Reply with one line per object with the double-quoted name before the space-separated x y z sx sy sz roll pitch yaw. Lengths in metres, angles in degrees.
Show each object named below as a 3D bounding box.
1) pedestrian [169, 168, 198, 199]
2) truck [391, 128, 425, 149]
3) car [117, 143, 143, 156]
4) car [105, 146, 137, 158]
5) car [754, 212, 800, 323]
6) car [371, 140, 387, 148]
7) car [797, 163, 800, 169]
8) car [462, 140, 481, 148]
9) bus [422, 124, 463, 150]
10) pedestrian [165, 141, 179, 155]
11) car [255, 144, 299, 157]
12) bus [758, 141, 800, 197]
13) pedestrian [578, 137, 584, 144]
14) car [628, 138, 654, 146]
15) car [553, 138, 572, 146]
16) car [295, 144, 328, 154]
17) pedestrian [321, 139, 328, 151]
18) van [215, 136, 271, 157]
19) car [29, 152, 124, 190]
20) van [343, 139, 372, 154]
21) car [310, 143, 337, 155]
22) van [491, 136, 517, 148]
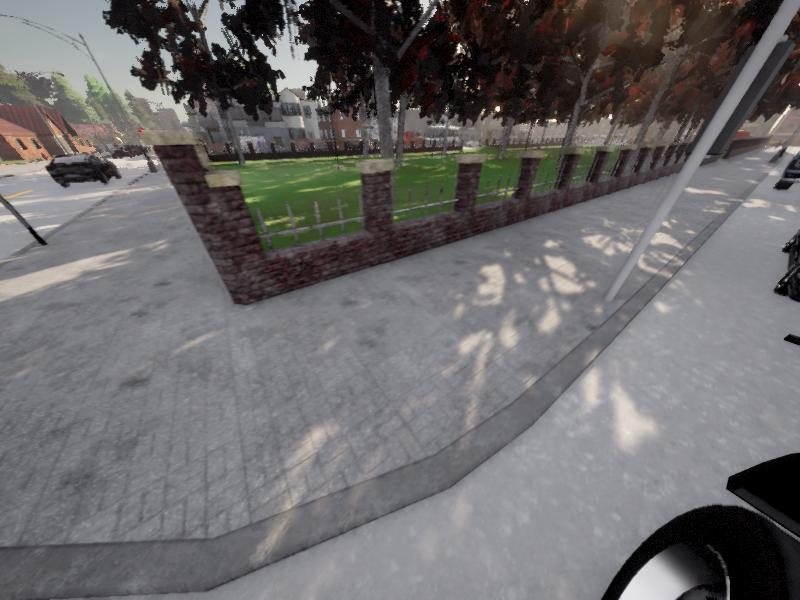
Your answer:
"pedestrian" -9.217 -4.990 9.882 0.500 1.100 0.500 -22 41 -28
"truck" 1.697 -37.524 53.736 2.891 3.827 8.468 -24 42 -30
"car" -45.349 -25.406 38.912 1.851 1.617 3.988 -22 41 -28
"car" -41.288 -22.018 34.283 1.994 1.385 4.181 -22 41 -28
"car" 8.400 -0.852 3.829 5.357 1.411 2.033 -22 41 -28
"car" -5.748 -42.486 62.843 2.128 1.511 4.902 -22 41 -28
"car" 34.249 -11.601 18.400 3.866 1.878 1.905 -22 41 -28
"car" 18.043 -39.506 58.469 4.674 1.442 1.812 -22 41 -28
"bus" 9.478 -35.904 51.028 3.944 4.253 10.273 26 42 28
"pedestrian" -35.655 -23.794 36.123 0.751 1.860 0.751 -16 38 -21
"car" -18.035 -22.048 34.096 5.357 1.411 2.033 -21 40 -26
"bus" 22.233 -7.580 10.762 10.273 4.253 3.944 -22 41 -28
"pedestrian" 54.550 -48.047 69.647 0.751 1.860 0.751 -21 40 -26
"car" 70.287 -46.127 67.469 2.097 1.767 4.553 -22 41 -28
"car" 51.848 -50.543 73.673 5.566 2.045 2.150 -22 41 -28
"car" -15.114 -25.860 39.557 4.718 1.301 1.895 -21 40 -27
"pedestrian" -14.472 -29.688 44.262 0.751 1.860 0.751 -11 37 -15
"van" -23.388 -23.014 34.617 6.366 2.431 2.351 -22 41 -28
"car" -19.421 -8.119 14.248 1.882 1.535 5.008 -22 41 -28
"van" -7.280 -26.445 39.717 4.442 1.987 1.775 -24 41 -29
"car" -12.245 -24.289 37.103 3.633 1.501 1.845 -23 41 -29
"van" 26.706 -40.452 59.236 6.366 2.431 2.351 -22 41 -28
